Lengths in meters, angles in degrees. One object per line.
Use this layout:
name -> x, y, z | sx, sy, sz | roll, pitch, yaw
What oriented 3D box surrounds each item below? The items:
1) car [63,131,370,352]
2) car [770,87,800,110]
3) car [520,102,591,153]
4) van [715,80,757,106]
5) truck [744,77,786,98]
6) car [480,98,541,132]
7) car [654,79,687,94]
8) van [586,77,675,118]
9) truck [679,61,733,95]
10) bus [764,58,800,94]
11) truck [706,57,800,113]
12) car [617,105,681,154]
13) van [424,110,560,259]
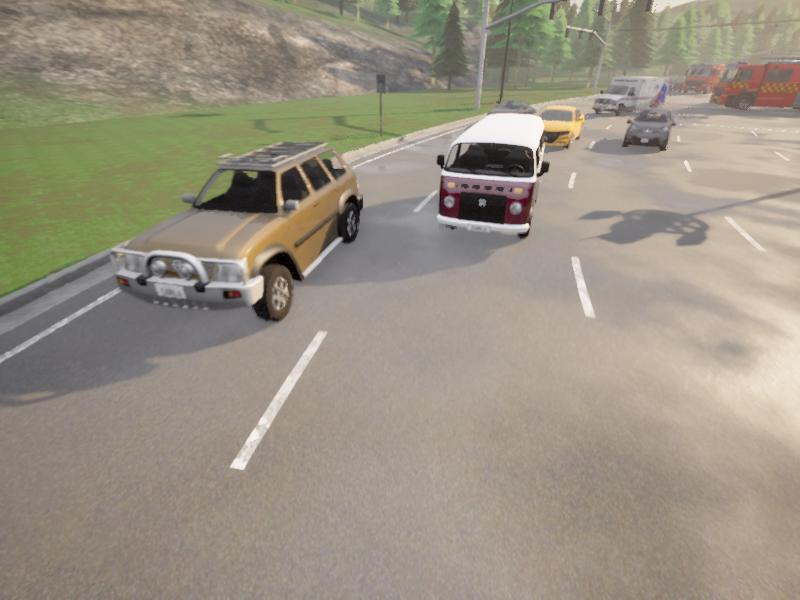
car -> -2.145, -1.411, 6.512 | 1.932, 1.855, 4.605 | 6, 31, 12
car -> 36.276, -17.650, 35.075 | 5.027, 1.651, 2.152 | 15, 33, 23
car -> 7.170, -7.984, 18.211 | 1.882, 1.535, 5.008 | 16, 34, 24
van -> 32.782, -20.244, 39.032 | 2.069, 2.038, 4.480 | 25, 38, 36
truck -> 46.211, -26.918, 50.573 | 6.274, 2.098, 2.390 | -24, 38, -35
car -> 6.466, -10.805, 23.181 | 1.994, 1.385, 4.181 | 18, 34, 27
car -> 38.313, -30.304, 56.699 | 5.027, 1.651, 2.152 | -24, 38, -35
van -> 17.002, -15.046, 29.535 | 6.366, 2.431, 2.351 | -18, 35, -29
truck -> 42.211, -30.622, 55.123 | 8.468, 3.827, 2.891 | -24, 38, -35
bus -> 58.636, -33.192, 59.361 | 10.273, 4.253, 3.944 | -23, 37, -36
truck -> 31.097, -17.563, 32.668 | 8.468, 3.827, 2.891 | 9, 31, 15
car -> 10.989, -7.580, 17.592 | 1.845, 1.501, 3.633 | 17, 34, 27
van -> 2.214, -2.867, 8.900 | 2.069, 2.038, 4.480 | 10, 32, 17
